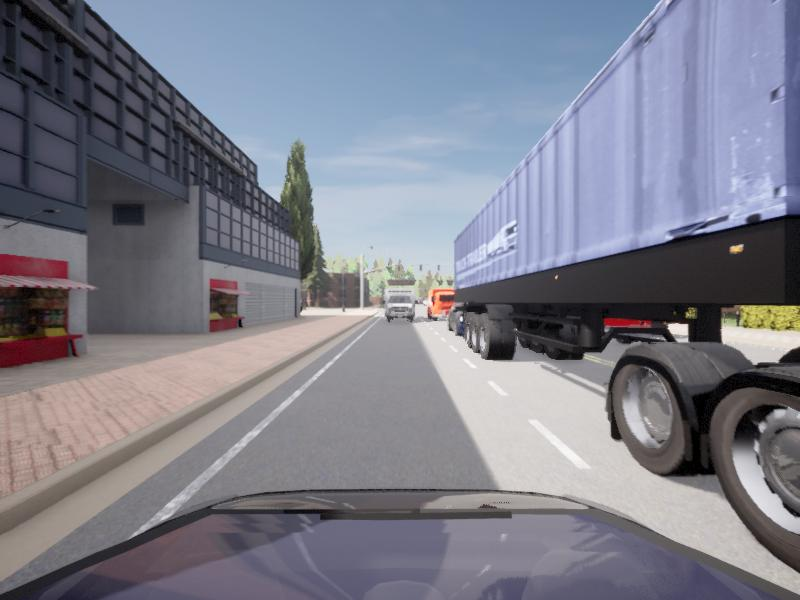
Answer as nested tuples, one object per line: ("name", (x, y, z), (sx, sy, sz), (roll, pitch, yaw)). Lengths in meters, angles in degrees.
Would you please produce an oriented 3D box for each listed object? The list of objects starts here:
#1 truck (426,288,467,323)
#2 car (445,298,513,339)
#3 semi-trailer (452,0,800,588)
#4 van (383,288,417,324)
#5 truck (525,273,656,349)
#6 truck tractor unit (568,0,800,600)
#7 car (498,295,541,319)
("truck", (3.499, 0.360, 31.189), (2.627, 2.467, 5.204), (0, 0, 0))
("car", (3.498, 0.763, 18.622), (2.242, 1.667, 4.611), (0, 0, 0))
("semi-trailer", (3.496, -0.614, 9.344), (2.717, 4.402, 14.254), (0, 0, 0))
("van", (-0.003, 0.388, 30.413), (2.351, 2.431, 6.366), (0, 0, 0))
("truck", (7.000, 0.361, 15.588), (2.627, 2.467, 5.204), (0, 0, 0))
("truck tractor unit", (3.498, -0.517, 1.431), (3.053, 4.208, 6.516), (0, 0, 0))
("car", (10.499, 0.579, 35.606), (2.150, 2.045, 5.566), (0, 0, 0))
